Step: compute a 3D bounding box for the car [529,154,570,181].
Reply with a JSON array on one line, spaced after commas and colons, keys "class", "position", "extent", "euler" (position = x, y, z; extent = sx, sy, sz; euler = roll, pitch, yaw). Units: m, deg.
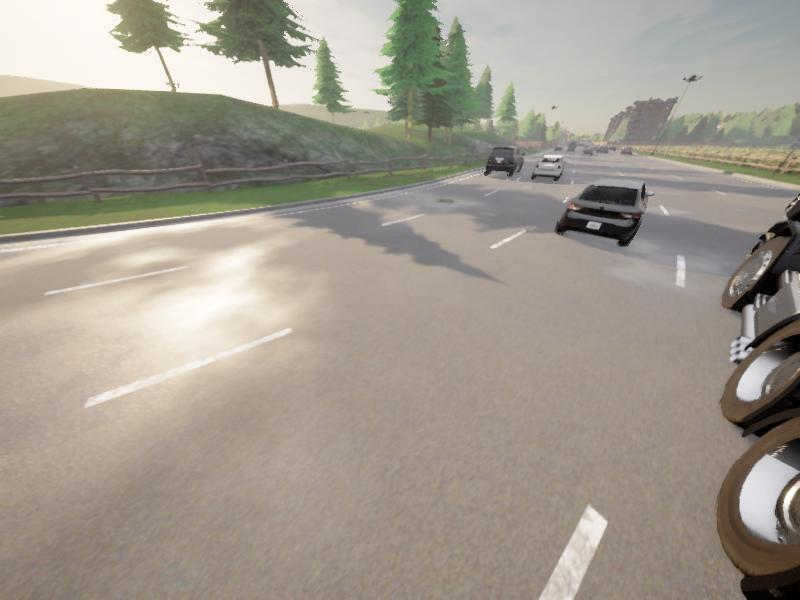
[{"class": "car", "position": [11.673, -10.359, 17.950], "extent": [1.970, 1.475, 3.806], "euler": [20, 39, 27]}]

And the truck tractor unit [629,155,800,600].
[{"class": "truck tractor unit", "position": [4.917, -0.454, 1.026], "extent": [6.516, 4.208, 3.053], "euler": [-25, 42, -32]}]

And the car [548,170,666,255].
[{"class": "car", "position": [6.444, -2.963, 7.134], "extent": [1.816, 1.474, 4.193], "euler": [28, 43, 34]}]

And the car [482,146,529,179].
[{"class": "car", "position": [8.995, -11.800, 19.544], "extent": [2.150, 2.045, 5.566], "euler": [20, 39, 26]}]

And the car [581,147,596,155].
[{"class": "car", "position": [42.195, -33.422, 51.782], "extent": [2.033, 1.411, 5.357], "euler": [20, 39, 26]}]
